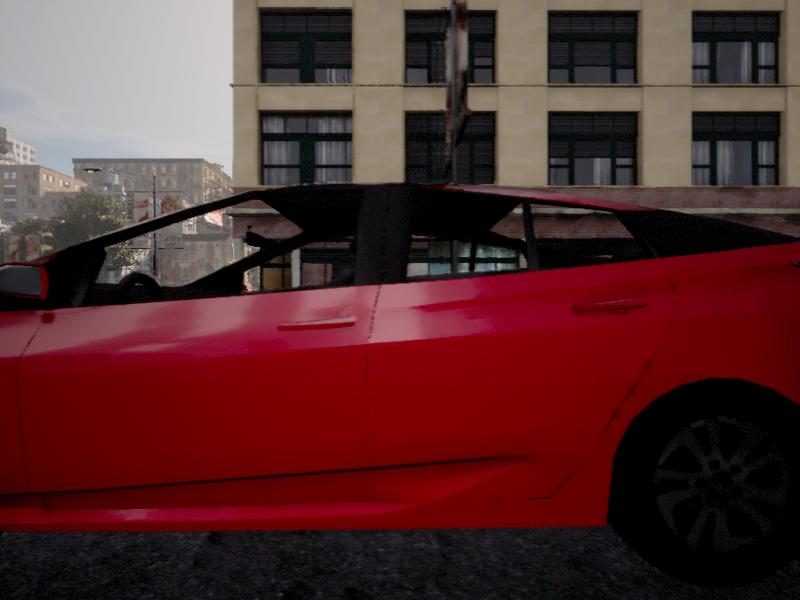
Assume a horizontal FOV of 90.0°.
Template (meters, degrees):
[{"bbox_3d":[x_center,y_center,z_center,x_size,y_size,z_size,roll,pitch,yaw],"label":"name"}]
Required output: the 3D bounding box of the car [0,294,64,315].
[{"bbox_3d":[-27.889,0.294,30.102,1.970,1.475,3.806,0,0,0],"label":"car"}]

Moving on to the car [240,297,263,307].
[{"bbox_3d":[-24.286,0.300,65.485,2.007,1.525,4.514,0,0,0],"label":"car"}]

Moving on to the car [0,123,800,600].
[{"bbox_3d":[-0.325,0.229,2.219,4.514,1.525,2.007,0,0,0],"label":"car"}]

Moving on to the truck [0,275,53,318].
[{"bbox_3d":[-24.415,-0.225,24.014,2.627,2.467,5.204,0,1,0],"label":"truck"}]
